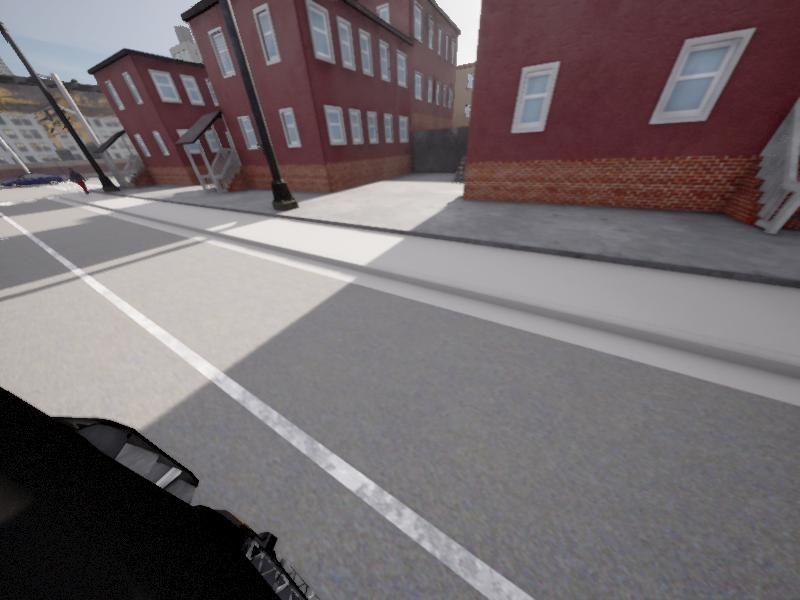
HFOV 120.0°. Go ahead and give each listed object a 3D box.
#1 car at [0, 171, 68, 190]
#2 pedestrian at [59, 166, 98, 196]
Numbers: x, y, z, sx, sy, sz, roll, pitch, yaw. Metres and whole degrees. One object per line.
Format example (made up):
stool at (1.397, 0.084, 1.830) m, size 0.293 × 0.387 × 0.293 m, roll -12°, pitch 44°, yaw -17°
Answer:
car at (-45.054, -14.723, 28.322) m, size 1.812 × 1.442 × 4.674 m, roll 16°, pitch 38°, yaw 26°
pedestrian at (-23.218, -8.598, 16.699) m, size 0.751 × 1.860 × 0.751 m, roll 17°, pitch 38°, yaw 27°
